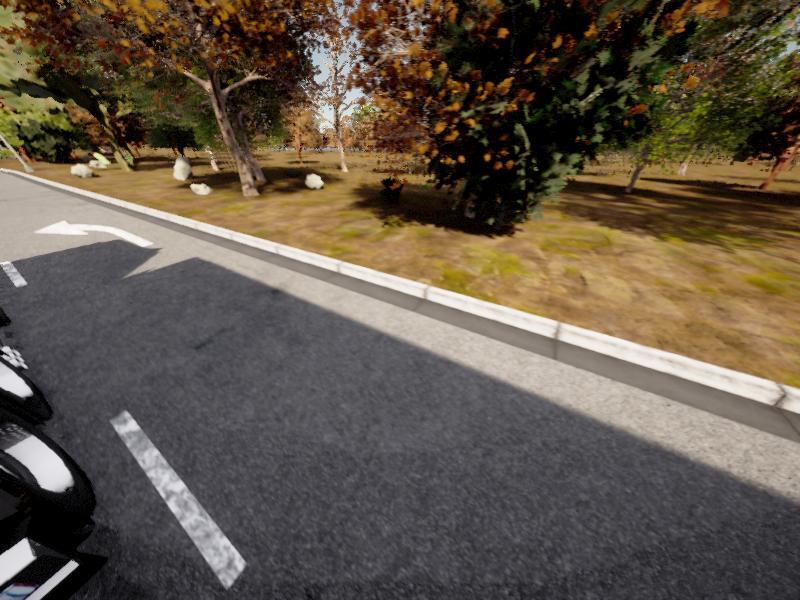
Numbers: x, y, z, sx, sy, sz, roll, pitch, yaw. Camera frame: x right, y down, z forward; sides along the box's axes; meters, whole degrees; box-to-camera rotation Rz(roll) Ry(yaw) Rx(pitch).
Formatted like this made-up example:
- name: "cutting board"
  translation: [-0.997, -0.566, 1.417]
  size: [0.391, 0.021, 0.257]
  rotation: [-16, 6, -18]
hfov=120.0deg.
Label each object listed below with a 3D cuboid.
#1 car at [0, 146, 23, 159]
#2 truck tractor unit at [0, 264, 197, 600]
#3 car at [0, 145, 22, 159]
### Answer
- name: "car"
  translation: [-69.366, -25.211, 39.457]
  size: [2.185, 1.767, 4.553]
  rotation: [9, 35, 14]
- name: "truck tractor unit"
  translation: [-5.113, -0.297, 0.786]
  size: [6.516, 4.208, 3.053]
  rotation: [18, 39, 24]
- name: "car"
  translation: [-66.987, -24.274, 37.895]
  size: [1.878, 1.987, 4.442]
  rotation: [9, 35, 13]
